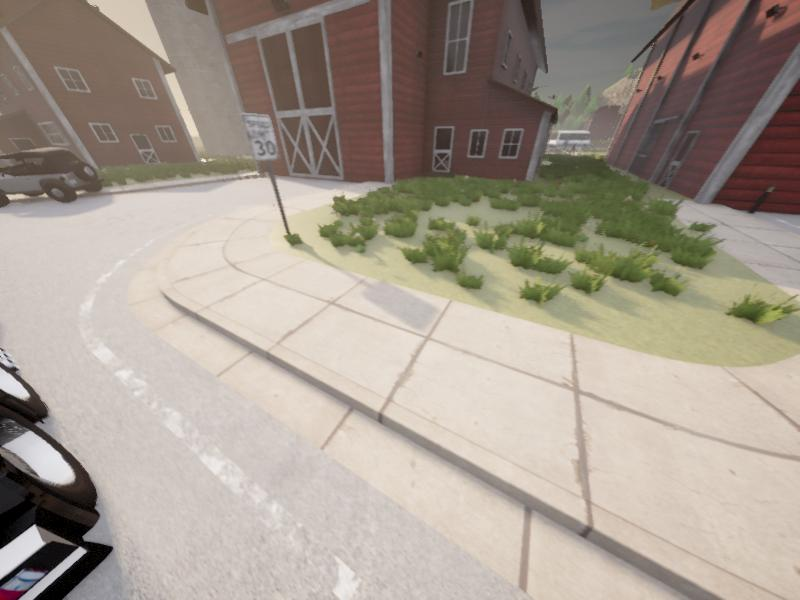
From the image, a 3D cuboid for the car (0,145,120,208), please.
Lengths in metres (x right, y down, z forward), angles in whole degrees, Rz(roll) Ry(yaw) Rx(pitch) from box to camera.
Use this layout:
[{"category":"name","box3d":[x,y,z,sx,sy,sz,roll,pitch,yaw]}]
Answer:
[{"category":"car","box3d":[-15.732,-5.347,9.954,3.866,1.878,1.905,-10,41,-10]}]

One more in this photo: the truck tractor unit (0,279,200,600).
[{"category":"truck tractor unit","box3d":[-5.140,-0.268,0.746,6.516,4.208,3.053,17,39,23]}]
